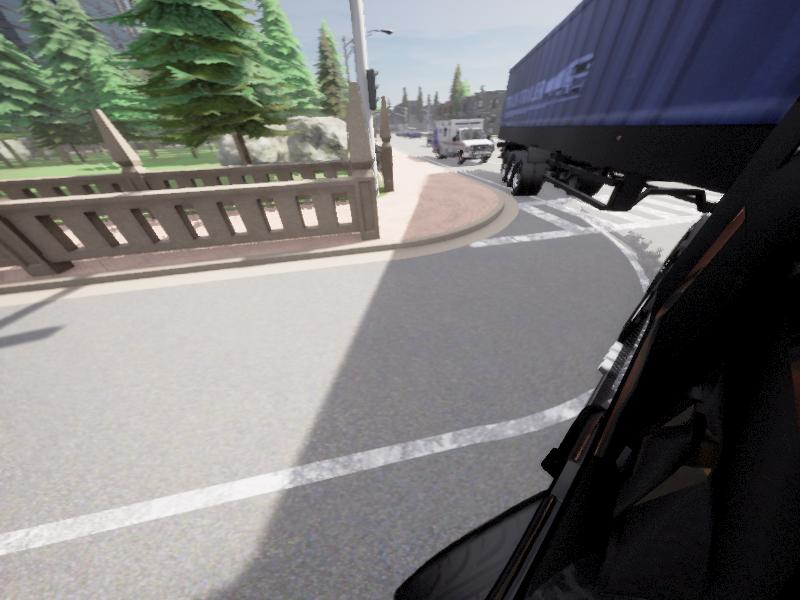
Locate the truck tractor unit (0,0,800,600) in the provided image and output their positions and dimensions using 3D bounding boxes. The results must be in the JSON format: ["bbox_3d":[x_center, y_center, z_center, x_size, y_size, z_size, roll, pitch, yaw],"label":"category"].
[{"bbox_3d":[2.645,-0.295,0.351,6.516,4.208,3.053,-28,44,-30],"label":"truck tractor unit"}]

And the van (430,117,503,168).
[{"bbox_3d":[4.286,-11.387,16.583,2.351,2.431,6.366,-8,37,-8],"label":"van"}]

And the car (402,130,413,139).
[{"bbox_3d":[1.786,-40.360,56.250,1.837,1.490,4.892,-8,37,-8],"label":"car"}]

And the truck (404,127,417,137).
[{"bbox_3d":[2.929,-47.994,65.878,2.390,2.098,6.274,-8,37,-8],"label":"truck"}]

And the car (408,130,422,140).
[{"bbox_3d":[3.168,-36.207,50.577,1.882,1.535,5.008,-8,37,-8],"label":"car"}]

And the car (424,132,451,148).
[{"bbox_3d":[4.706,-20.687,29.745,2.007,1.525,4.514,-8,37,-8],"label":"car"}]

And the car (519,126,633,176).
[{"bbox_3d":[8.912,-8.135,12.414,1.932,1.855,4.605,-9,37,-8],"label":"car"}]

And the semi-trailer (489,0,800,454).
[{"bbox_3d":[5.131,-4.729,5.954,2.717,4.402,14.254,5,38,9],"label":"semi-trailer"}]
